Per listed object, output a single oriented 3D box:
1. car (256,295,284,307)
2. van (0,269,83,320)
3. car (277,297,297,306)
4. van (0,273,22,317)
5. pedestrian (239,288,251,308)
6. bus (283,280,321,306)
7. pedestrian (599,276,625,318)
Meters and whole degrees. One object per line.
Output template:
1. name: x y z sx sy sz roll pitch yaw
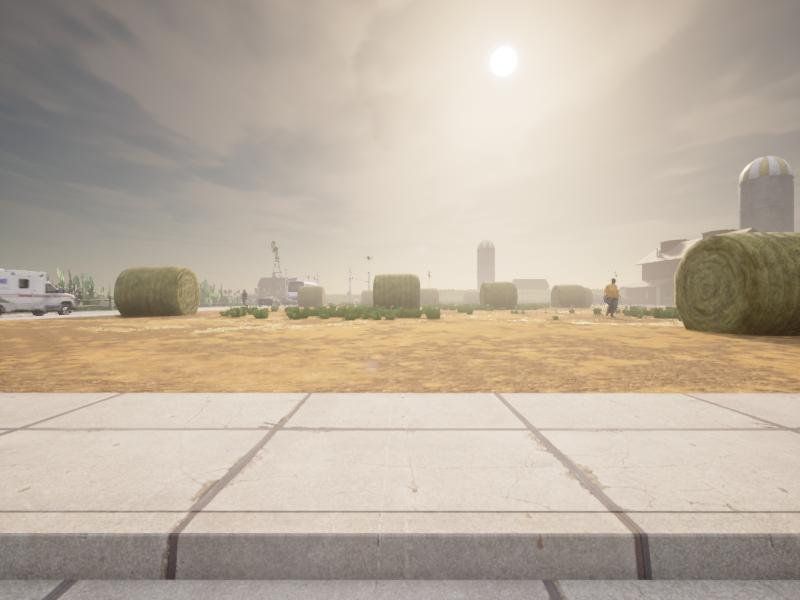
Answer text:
1. car: -18.168 0.123 56.124 1.930 1.638 5.238 0 0 3
2. van: -20.098 -0.272 20.426 2.351 2.431 6.366 0 0 6
3. car: -17.830 0.206 63.155 1.816 1.474 4.193 0 0 3
4. van: -23.397 -0.275 20.202 2.351 2.431 6.366 0 0 3
5. pedestrian: -14.484 -0.161 37.309 0.751 1.860 0.751 0 0 7
6. bus: -17.491 -1.186 72.674 3.944 4.253 10.273 0 0 3
7. pedestrian: 9.487 -0.137 17.884 0.751 1.860 0.751 0 0 -3
